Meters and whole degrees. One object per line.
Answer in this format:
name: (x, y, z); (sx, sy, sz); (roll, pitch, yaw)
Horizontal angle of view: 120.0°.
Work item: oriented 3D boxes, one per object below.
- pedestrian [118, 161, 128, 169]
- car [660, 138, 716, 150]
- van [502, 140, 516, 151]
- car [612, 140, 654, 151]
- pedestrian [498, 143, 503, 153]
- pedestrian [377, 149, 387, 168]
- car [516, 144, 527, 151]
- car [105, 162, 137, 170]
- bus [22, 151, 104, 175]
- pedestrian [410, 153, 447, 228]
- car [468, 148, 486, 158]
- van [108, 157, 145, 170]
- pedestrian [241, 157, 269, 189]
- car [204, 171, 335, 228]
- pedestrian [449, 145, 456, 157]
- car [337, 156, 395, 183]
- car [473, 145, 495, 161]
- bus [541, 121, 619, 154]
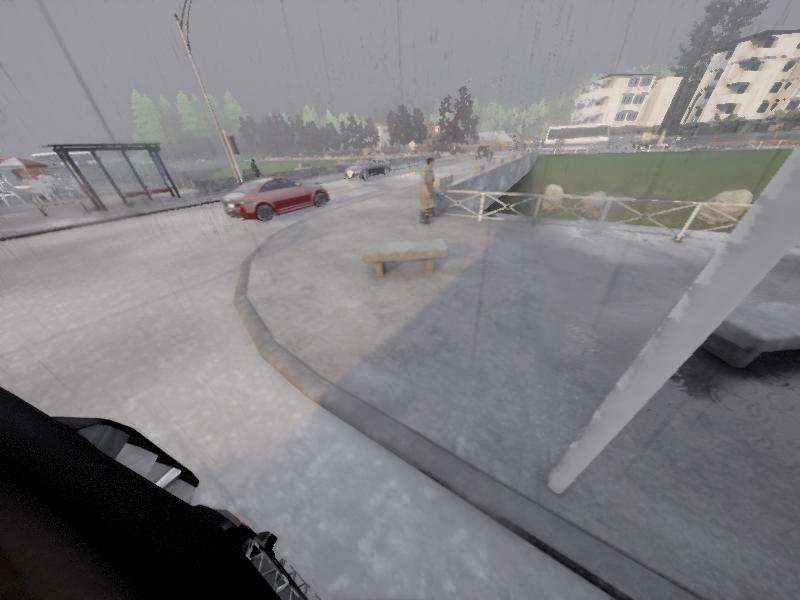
pedestrian: (-70.174, -34.207, 58.529); (0.751, 1.860, 0.751); (16, 38, 26)
car: (47.829, -26.058, 38.570); (5.357, 1.411, 2.033); (17, 38, 26)
van: (31.552, -44.584, 66.690); (2.351, 2.431, 6.366); (16, 38, 26)
car: (41.743, -27.823, 41.569); (4.892, 1.490, 1.837); (17, 38, 27)
pedestrian: (24.027, -36.288, 55.200); (0.751, 1.860, 0.751); (17, 38, 27)
pedestrian: (-2.179, -17.334, 28.303); (0.751, 1.860, 0.751); (15, 38, 25)
car: (32.236, -40.526, 61.314); (1.789, 1.549, 3.705); (16, 38, 26)
car: (-74.216, -35.756, 61.575); (2.033, 1.649, 4.856); (16, 38, 26)
bus: (-81.917, -33.656, 56.589); (3.944, 4.253, 10.273); (16, 38, 26)
pedestrian: (0.815, -3.199, 6.817); (0.751, 1.860, 0.751); (16, 38, 26)
car: (14.530, -27.637, 43.390); (1.895, 1.301, 4.718); (16, 38, 26)
van: (-76.493, -38.307, 64.732); (1.988, 2.561, 5.915); (16, 38, 26)
pedestrian: (-9.733, -8.557, 15.609); (0.751, 1.860, 0.751); (11, 36, 19)
car: (-5.062, -4.401, 9.694); (1.994, 1.385, 4.181); (16, 38, 26)
pedestrian: (10.128, -28.744, 44.625); (0.751, 1.860, 0.751); (-26, 40, -31)
car: (-2.635, -11.041, 19.399); (2.128, 1.511, 4.902); (17, 38, 27)
car: (12.277, -21.378, 33.579); (1.905, 1.878, 3.866); (16, 38, 26)
bus: (32.669, -29.826, 42.730); (10.273, 4.253, 3.944); (18, 39, 28)
